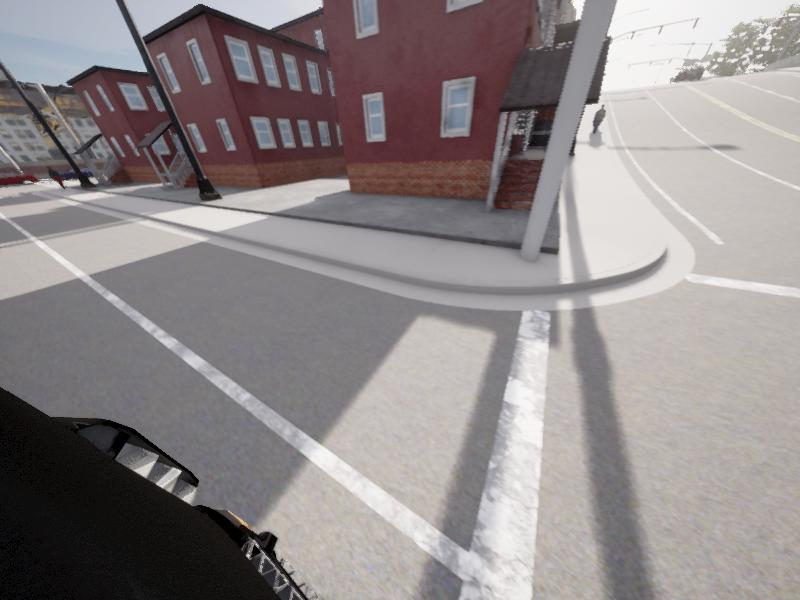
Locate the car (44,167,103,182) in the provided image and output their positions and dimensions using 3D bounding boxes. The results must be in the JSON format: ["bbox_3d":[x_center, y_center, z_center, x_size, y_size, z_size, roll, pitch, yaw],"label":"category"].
[{"bbox_3d":[-47.870,-18.559,33.999,1.812,1.442,4.674,16,38,26],"label":"car"}]

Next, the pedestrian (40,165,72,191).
[{"bbox_3d":[-29.721,-10.573,19.990,0.751,1.860,0.751,21,40,31],"label":"pedestrian"}]

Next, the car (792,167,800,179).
[{"bbox_3d":[14.253,-3.641,6.064,2.033,1.649,4.856,16,43,26],"label":"car"}]

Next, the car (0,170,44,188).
[{"bbox_3d":[-47.426,-14.326,27.544,1.882,1.535,5.008,10,35,19],"label":"car"}]
